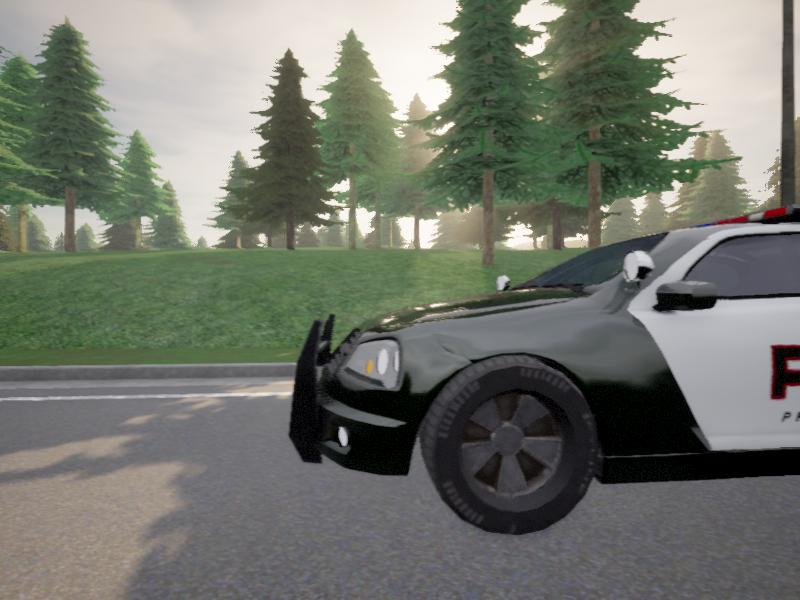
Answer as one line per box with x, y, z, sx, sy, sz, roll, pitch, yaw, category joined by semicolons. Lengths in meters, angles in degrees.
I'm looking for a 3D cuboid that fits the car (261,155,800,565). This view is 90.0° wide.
1.865;0.227;2.740;4.974;1.542;2.038;0;0;-5;car
